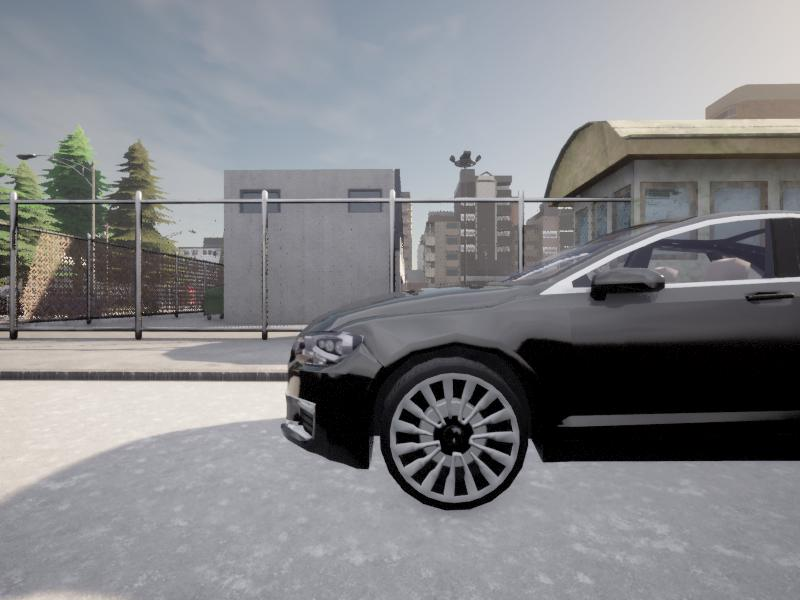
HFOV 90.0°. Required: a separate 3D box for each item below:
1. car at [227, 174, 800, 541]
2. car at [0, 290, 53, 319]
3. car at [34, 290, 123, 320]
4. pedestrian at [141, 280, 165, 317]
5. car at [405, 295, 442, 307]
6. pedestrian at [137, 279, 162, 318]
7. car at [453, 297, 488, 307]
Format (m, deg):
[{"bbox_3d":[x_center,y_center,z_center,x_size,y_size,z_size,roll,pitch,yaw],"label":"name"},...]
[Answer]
[{"bbox_3d":[1.742,0.236,2.706,4.902,1.511,2.128,0,0,1],"label":"car"},{"bbox_3d":[-21.217,0.254,21.278,1.816,1.474,4.193,0,0,1],"label":"car"},{"bbox_3d":[-17.207,0.227,21.679,1.845,1.501,3.633,0,0,1],"label":"car"},{"bbox_3d":[-12.704,-0.075,20.555,0.751,1.860,0.751,0,0,2],"label":"pedestrian"},{"bbox_3d":[3.273,0.171,56.275,5.238,1.638,1.930,0,0,2],"label":"car"},{"bbox_3d":[-12.063,-0.075,19.295,0.751,1.860,0.751,0,0,2],"label":"pedestrian"},{"bbox_3d":[9.808,0.270,56.091,4.674,1.442,1.812,0,0,1],"label":"car"}]
